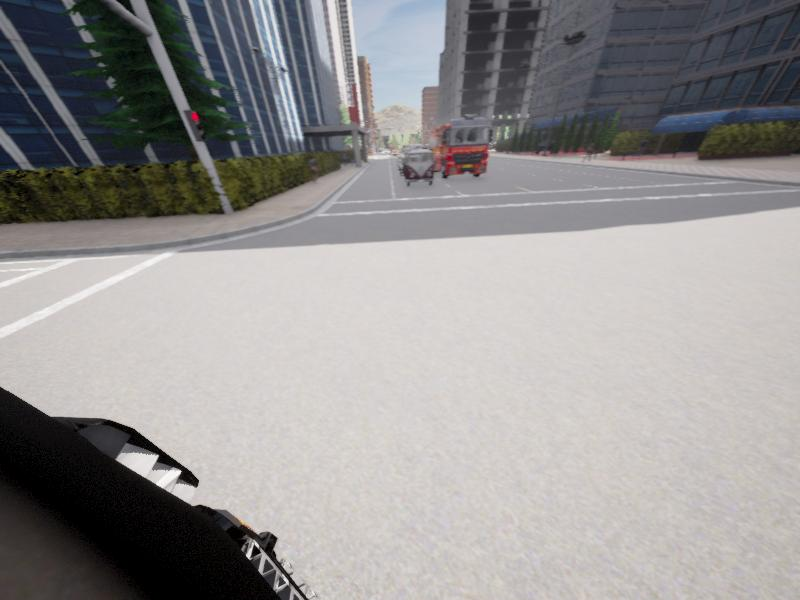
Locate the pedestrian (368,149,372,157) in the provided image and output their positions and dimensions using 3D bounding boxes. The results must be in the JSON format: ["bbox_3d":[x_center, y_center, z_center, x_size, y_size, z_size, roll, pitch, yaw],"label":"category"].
[{"bbox_3d":[-8.131,-40.026,62.854,0.751,1.860,0.751,2,34,7],"label":"pedestrian"}]

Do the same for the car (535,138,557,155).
[{"bbox_3d":[23.505,-24.777,37.301,2.390,2.098,6.274,14,37,24],"label":"car"}]

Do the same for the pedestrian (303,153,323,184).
[{"bbox_3d":[-6.236,-9.457,16.677,0.751,1.860,0.751,-3,34,-1],"label":"pedestrian"}]

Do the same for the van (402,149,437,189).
[{"bbox_3d":[1.144,-8.851,15.400,1.775,1.987,4.442,-3,34,-1],"label":"van"}]

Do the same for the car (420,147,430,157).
[{"bbox_3d":[5.941,-35.307,54.954,1.905,1.878,3.866,-4,34,-1],"label":"car"}]

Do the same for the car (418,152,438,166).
[{"bbox_3d":[3.758,-19.329,31.535,1.994,1.385,4.181,-4,34,-1],"label":"car"}]

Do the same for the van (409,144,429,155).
[{"bbox_3d":[5.821,-46.888,71.777,5.915,2.561,1.988,-3,34,-1],"label":"van"}]

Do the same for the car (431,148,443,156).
[{"bbox_3d":[9.278,-37.307,58.029,1.882,1.535,5.008,-4,34,-1],"label":"car"}]

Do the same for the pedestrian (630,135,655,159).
[{"bbox_3d":[23.786,-14.992,22.689,0.751,1.860,0.751,-9,34,-9],"label":"pedestrian"}]

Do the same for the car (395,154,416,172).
[{"bbox_3d":[0.563,-15.631,26.189,2.033,1.411,5.357,-4,34,-1],"label":"car"}]

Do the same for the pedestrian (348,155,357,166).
[{"bbox_3d":[-6.710,-19.686,32.622,0.751,1.300,0.751,7,35,15],"label":"pedestrian"}]

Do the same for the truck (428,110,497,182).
[{"bbox_3d":[4.378,-12.354,18.763,2.891,3.827,8.468,-4,34,-1],"label":"truck"}]

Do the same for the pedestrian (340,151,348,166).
[{"bbox_3d":[-7.996,-20.375,33.254,0.751,1.860,0.751,-6,34,-5],"label":"pedestrian"}]

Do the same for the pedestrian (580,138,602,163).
[{"bbox_3d":[17.579,-13.771,21.335,0.751,1.860,0.751,-4,34,-1],"label":"pedestrian"}]

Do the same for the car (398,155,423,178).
[{"bbox_3d":[0.863,-12.108,20.788,1.970,1.475,3.806,-3,34,-1],"label":"car"}]

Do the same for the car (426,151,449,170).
[{"bbox_3d":[4.082,-15.569,25.702,1.845,1.501,3.633,-4,34,-1],"label":"car"}]

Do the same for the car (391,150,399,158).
[{"bbox_3d":[-1.223,-36.918,58.253,1.882,1.535,5.008,-4,34,-1],"label":"car"}]
